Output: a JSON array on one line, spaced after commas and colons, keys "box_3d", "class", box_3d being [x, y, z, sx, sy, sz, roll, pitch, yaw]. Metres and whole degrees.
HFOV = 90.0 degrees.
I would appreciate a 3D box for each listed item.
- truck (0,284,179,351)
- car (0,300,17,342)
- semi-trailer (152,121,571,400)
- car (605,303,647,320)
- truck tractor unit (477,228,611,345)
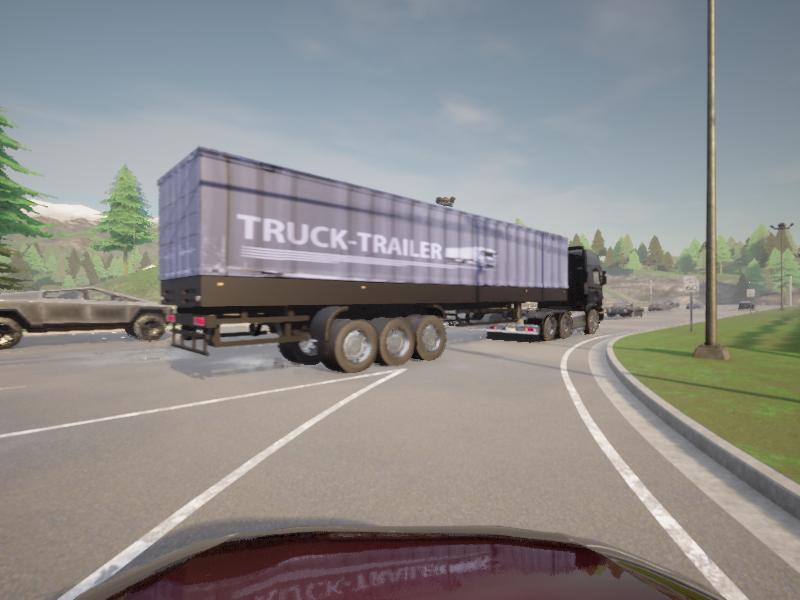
[{"box_3d": [-11.935, 0.552, 14.667, 6.274, 2.098, 2.390, 0, 0, -44], "class": "truck"}, {"box_3d": [-16.893, 0.797, 14.776, 3.988, 1.617, 1.851, 0, 0, -44], "class": "car"}, {"box_3d": [0.929, -0.608, 12.271, 14.254, 4.402, 2.717, 0, 0, -44], "class": "semi-trailer"}, {"box_3d": [20.129, 0.973, 35.530, 4.718, 1.301, 1.895, 0, 0, -44], "class": "car"}, {"box_3d": [6.596, -0.504, 17.796, 6.516, 4.208, 3.053, 0, 0, -44], "class": "truck tractor unit"}]
